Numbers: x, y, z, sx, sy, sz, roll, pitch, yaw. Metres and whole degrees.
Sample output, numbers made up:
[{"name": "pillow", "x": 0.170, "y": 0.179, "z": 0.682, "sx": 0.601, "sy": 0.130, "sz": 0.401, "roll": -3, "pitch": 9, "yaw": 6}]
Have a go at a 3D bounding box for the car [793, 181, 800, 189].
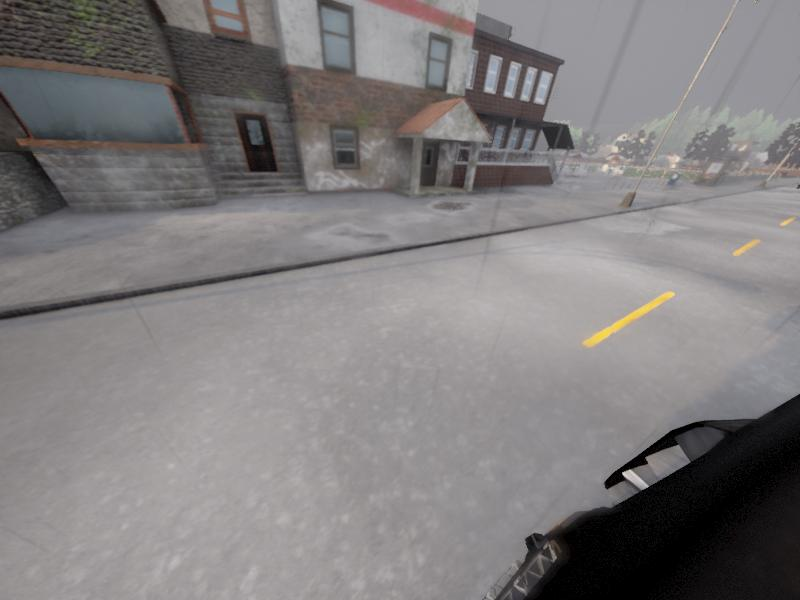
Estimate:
[{"name": "car", "x": 51.439, "y": -14.495, "z": 28.577, "sx": 5.357, "sy": 1.411, "sz": 2.033, "roll": -15, "pitch": 38, "yaw": -25}]
